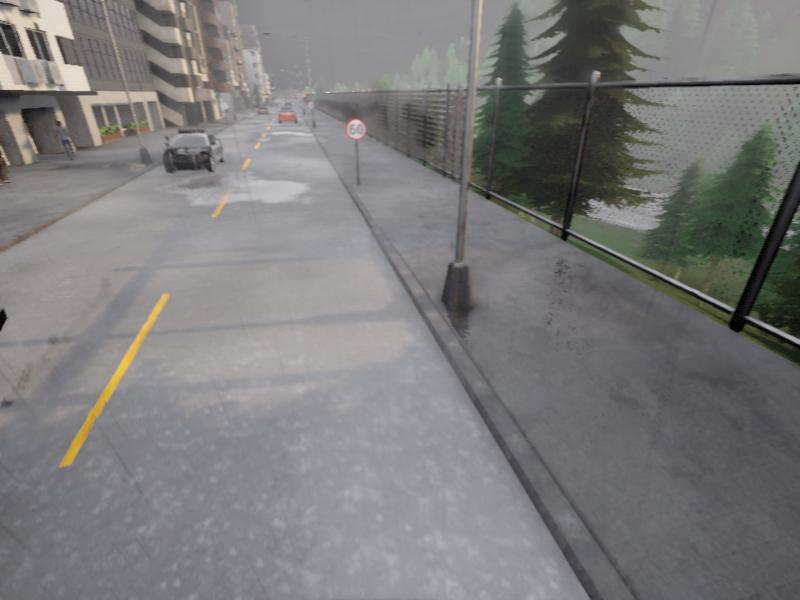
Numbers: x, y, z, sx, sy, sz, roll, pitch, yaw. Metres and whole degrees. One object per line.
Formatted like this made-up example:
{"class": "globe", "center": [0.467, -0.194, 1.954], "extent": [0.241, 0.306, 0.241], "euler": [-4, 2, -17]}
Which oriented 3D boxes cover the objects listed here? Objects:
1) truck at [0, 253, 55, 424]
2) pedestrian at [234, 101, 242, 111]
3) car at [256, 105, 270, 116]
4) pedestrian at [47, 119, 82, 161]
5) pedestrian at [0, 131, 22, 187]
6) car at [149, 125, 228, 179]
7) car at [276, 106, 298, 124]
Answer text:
{"class": "truck", "center": [-4.867, 1.406, 1.615], "extent": [2.390, 2.098, 6.274], "euler": [-6, 28, -11]}
{"class": "pedestrian", "center": [-31.491, -37.763, 77.899], "extent": [0.751, 1.860, 0.751], "euler": [15, 31, 27]}
{"class": "car", "center": [-22.634, -31.363, 66.048], "extent": [1.845, 1.501, 3.633], "euler": [-7, 28, -12]}
{"class": "pedestrian", "center": [-16.971, -8.125, 20.289], "extent": [0.751, 1.860, 0.751], "euler": [-14, 30, -25]}
{"class": "pedestrian", "center": [-14.646, -5.110, 14.413], "extent": [0.751, 1.860, 0.751], "euler": [-11, 29, -21]}
{"class": "car", "center": [-9.382, -6.891, 18.274], "extent": [1.930, 1.638, 5.238], "euler": [-7, 28, -12]}
{"class": "car", "center": [-13.374, -21.970, 47.448], "extent": [2.097, 1.767, 4.553], "euler": [-7, 28, -12]}
